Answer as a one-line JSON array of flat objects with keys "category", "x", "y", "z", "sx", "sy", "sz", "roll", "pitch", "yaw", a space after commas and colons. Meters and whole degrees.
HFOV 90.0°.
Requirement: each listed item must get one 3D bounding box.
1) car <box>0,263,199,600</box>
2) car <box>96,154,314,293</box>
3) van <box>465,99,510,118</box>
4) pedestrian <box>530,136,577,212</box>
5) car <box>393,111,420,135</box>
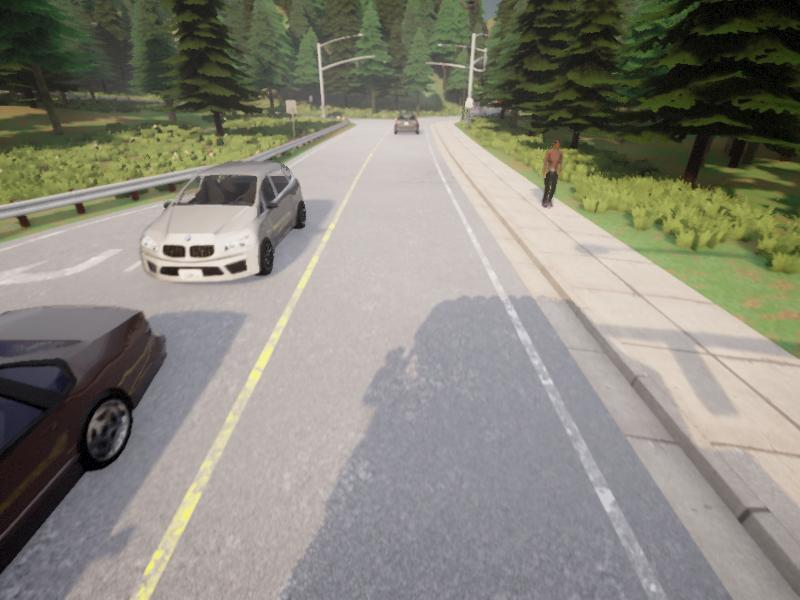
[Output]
[{"category": "car", "x": -3.504, "y": 1.454, "z": 2.258, "sx": 2.033, "sy": 1.411, "sz": 5.357, "roll": 0, "pitch": 27, "yaw": 0}, {"category": "car", "x": -3.494, "y": -1.914, "z": 8.522, "sx": 2.242, "sy": 1.667, "sz": 4.611, "roll": 0, "pitch": 27, "yaw": 0}, {"category": "van", "x": 13.135, "y": -28.853, "z": 60.279, "sx": 6.366, "sy": 2.431, "sz": 2.351, "roll": -14, "pitch": 30, "yaw": -25}, {"category": "pedestrian", "x": 4.136, "y": -3.416, "z": 10.889, "sx": 0.751, "sy": 1.860, "sz": 0.751, "roll": 4, "pitch": 27, "yaw": 7}, {"category": "car", "x": 0.608, "y": -15.600, "z": 35.223, "sx": 2.242, "sy": 1.667, "sz": 4.611, "roll": 1, "pitch": 27, "yaw": 2}]
